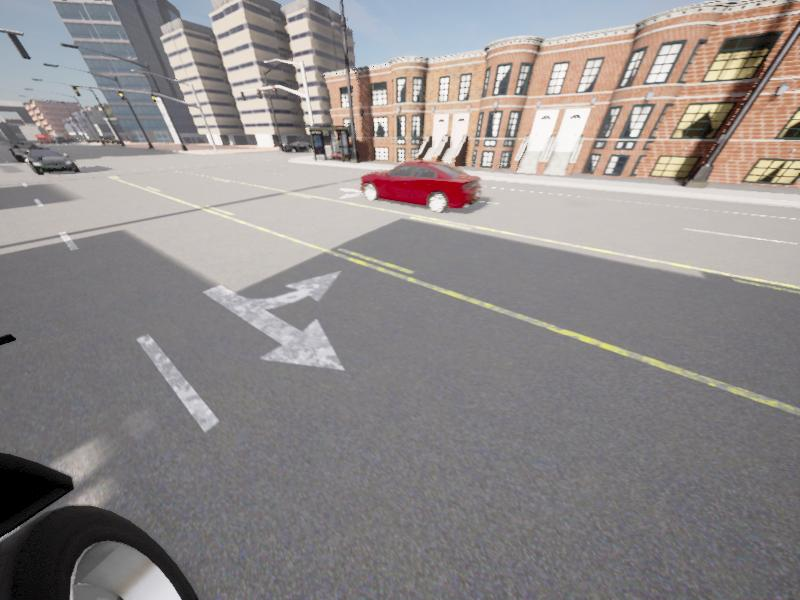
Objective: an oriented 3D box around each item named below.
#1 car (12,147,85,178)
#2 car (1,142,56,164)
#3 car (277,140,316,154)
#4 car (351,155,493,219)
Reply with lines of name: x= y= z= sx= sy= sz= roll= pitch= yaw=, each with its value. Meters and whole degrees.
car: x=-24.975 y=-9.895 z=16.425 sx=4.974 sy=1.542 sz=2.038 roll=22 pitch=41 yaw=27
car: x=-37.897 y=-15.100 z=23.595 sx=4.611 sy=1.667 sz=2.242 roll=22 pitch=41 yaw=27
car: x=-16.214 y=-24.258 z=36.563 sx=1.930 sy=1.638 sz=5.238 roll=22 pitch=41 yaw=27
car: x=0.658 y=-4.594 z=9.023 sx=5.008 sy=1.535 sz=1.882 roll=22 pitch=41 yaw=27
